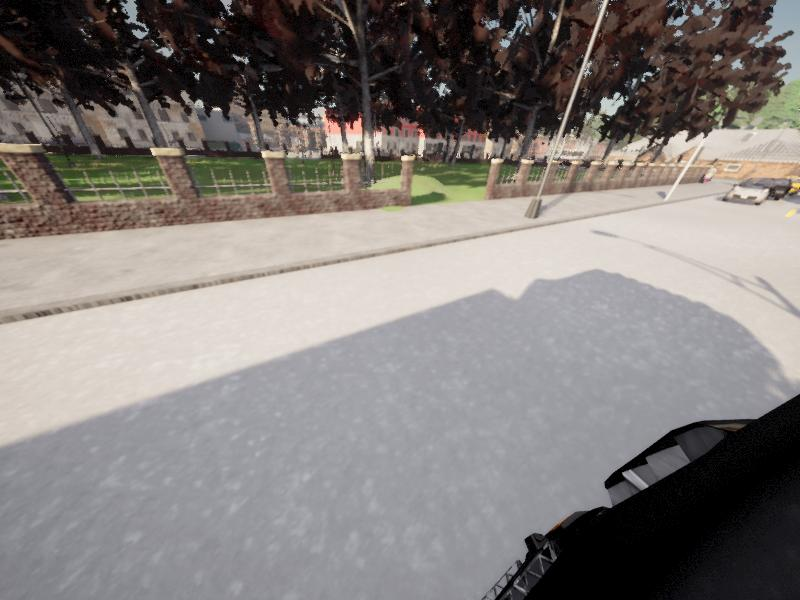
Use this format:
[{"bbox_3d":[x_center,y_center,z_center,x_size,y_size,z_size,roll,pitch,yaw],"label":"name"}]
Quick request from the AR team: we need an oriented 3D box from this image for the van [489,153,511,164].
[{"bbox_3d":[25.099,-35.676,58.258,4.480,2.038,2.069,5,34,3],"label":"van"}]

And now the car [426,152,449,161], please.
[{"bbox_3d":[8.268,-31.769,51.171,4.892,1.490,1.837,-16,38,-27],"label":"car"}]

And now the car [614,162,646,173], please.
[{"bbox_3d":[42.675,-24.611,42.959,1.845,1.501,3.633,-16,38,-26],"label":"car"}]

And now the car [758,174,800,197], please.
[{"bbox_3d":[35.919,-10.718,21.445,5.366,1.575,1.801,-15,38,-25],"label":"car"}]

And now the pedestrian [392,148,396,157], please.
[{"bbox_3d":[-1.432,-34.393,53.824,0.751,1.860,0.751,-15,38,-25],"label":"pedestrian"}]

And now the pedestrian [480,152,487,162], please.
[{"bbox_3d":[18.646,-31.927,51.639,0.751,1.860,0.751,-17,38,-27],"label":"pedestrian"}]

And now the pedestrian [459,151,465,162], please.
[{"bbox_3d":[13.080,-30.331,48.806,0.751,1.860,0.751,-16,38,-27],"label":"pedestrian"}]

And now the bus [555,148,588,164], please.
[{"bbox_3d":[59.562,-49.788,80.163,10.273,4.253,3.944,-16,38,-26],"label":"bus"}]

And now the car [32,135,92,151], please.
[{"bbox_3d":[-42.619,-19.834,29.250,3.633,1.501,1.845,-16,38,-26],"label":"car"}]

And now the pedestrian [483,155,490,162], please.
[{"bbox_3d":[19.549,-31.920,52.205,0.751,1.300,0.751,-15,38,-25],"label":"pedestrian"}]

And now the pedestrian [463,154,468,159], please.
[{"bbox_3d":[17.957,-39.166,63.012,0.751,1.300,0.751,-18,39,-28],"label":"pedestrian"}]

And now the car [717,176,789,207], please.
[{"bbox_3d":[23.631,-7.354,15.478,3.633,1.501,1.845,-17,38,-27],"label":"car"}]

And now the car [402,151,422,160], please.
[{"bbox_3d":[2.446,-30.137,48.211,3.705,1.549,1.789,-16,38,-26],"label":"car"}]

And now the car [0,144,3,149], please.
[{"bbox_3d":[-49.588,-17.835,25.717,4.902,1.511,2.128,-16,38,-26],"label":"car"}]

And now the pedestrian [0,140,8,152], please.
[{"bbox_3d":[-40.221,-15.723,22.699,0.751,1.860,0.751,-10,36,-19],"label":"pedestrian"}]

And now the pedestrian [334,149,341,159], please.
[{"bbox_3d":[-10.067,-23.507,37.249,0.751,1.300,0.751,-16,38,-26],"label":"pedestrian"}]

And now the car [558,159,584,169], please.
[{"bbox_3d":[34.967,-27.896,47.304,1.845,1.501,3.633,-15,37,-27],"label":"car"}]

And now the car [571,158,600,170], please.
[{"bbox_3d":[38.649,-28.500,48.296,1.905,1.878,3.866,-16,38,-26],"label":"car"}]

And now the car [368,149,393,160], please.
[{"bbox_3d":[-3.774,-28.356,45.073,4.514,1.525,2.007,-16,38,-26],"label":"car"}]

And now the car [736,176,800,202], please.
[{"bbox_3d":[29.488,-8.893,18.370,5.357,1.411,2.033,-16,38,-26],"label":"car"}]

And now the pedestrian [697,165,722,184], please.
[{"bbox_3d":[34.673,-14.050,25.893,0.751,1.860,0.751,-16,38,-26],"label":"pedestrian"}]

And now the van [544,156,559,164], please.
[{"bbox_3d":[49.932,-46.208,76.085,4.442,1.987,1.775,-16,38,-26],"label":"van"}]
